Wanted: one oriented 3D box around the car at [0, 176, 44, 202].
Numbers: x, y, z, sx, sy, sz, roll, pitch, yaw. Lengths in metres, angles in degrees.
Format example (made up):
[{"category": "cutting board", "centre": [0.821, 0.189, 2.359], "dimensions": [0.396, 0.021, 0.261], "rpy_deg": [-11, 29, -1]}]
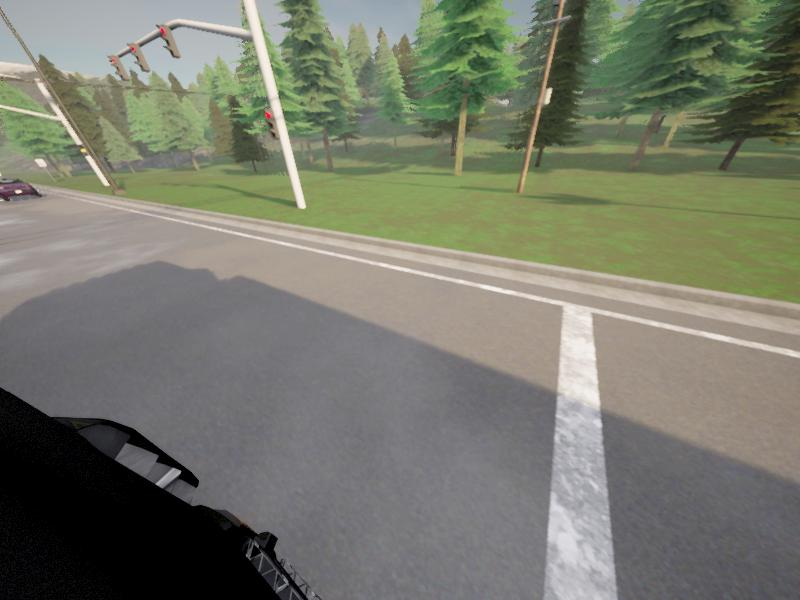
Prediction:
[{"category": "car", "centre": [-30.486, -8.826, 18.153], "dimensions": [4.193, 1.474, 1.816], "rpy_deg": [16, 38, 26]}]
